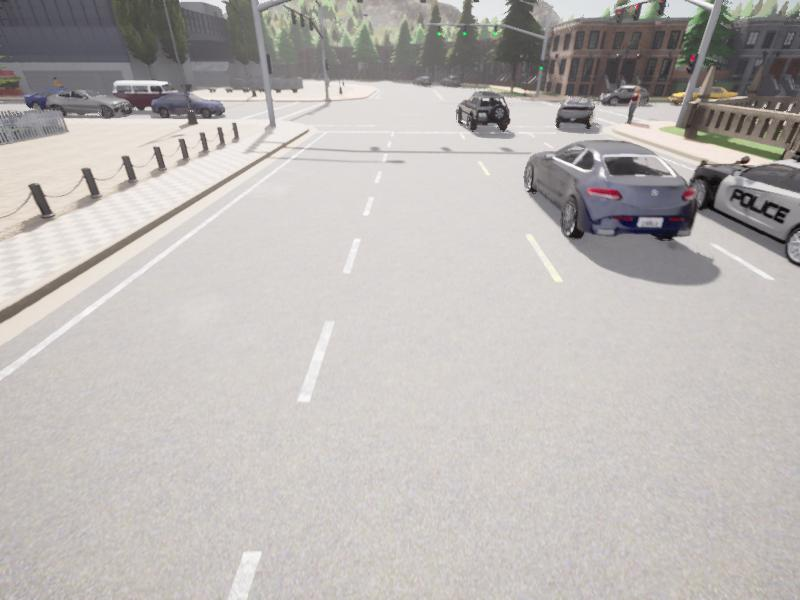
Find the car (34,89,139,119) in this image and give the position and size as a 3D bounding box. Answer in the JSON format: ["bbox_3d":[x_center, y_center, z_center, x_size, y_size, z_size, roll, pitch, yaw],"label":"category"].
[{"bbox_3d":[-21.016,-13.269,27.009,5.027,1.651,2.152,1,30,1],"label":"car"}]

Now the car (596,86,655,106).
[{"bbox_3d":[19.582,-17.828,34.953,3.806,1.475,1.970,1,30,1],"label":"car"}]

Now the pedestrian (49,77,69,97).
[{"bbox_3d":[-35.482,-22.171,41.609,0.751,1.860,0.751,-1,30,-2],"label":"pedestrian"}]

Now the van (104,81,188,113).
[{"bbox_3d":[-18.837,-15.179,29.857,4.480,2.038,2.069,1,30,1],"label":"van"}]

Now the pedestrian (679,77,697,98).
[{"bbox_3d":[28.991,-21.379,40.289,0.751,1.860,0.751,0,30,-1],"label":"pedestrian"}]

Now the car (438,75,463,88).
[{"bbox_3d":[8.224,-35.967,65.842,2.242,1.667,4.611,-9,32,-15],"label":"car"}]

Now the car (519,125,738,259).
[{"bbox_3d":[4.452,-2.741,9.057,2.152,1.651,5.027,1,30,2],"label":"car"}]

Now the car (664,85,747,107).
[{"bbox_3d":[26.372,-17.756,34.732,5.366,1.575,1.801,1,30,2],"label":"car"}]

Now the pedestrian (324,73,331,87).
[{"bbox_3d":[-11.021,-33.411,60.810,0.751,1.860,0.751,-2,30,-3],"label":"pedestrian"}]

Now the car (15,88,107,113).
[{"bbox_3d":[-25.431,-15.077,30.177,5.008,1.535,1.882,1,30,2],"label":"car"}]

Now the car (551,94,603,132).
[{"bbox_3d":[10.306,-10.924,23.134,2.128,1.511,4.902,14,33,22],"label":"car"}]

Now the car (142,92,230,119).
[{"bbox_3d":[-14.224,-13.048,26.814,4.674,1.442,1.812,2,30,3],"label":"car"}]

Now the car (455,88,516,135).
[{"bbox_3d":[4.503,-10.421,21.914,1.932,1.855,4.605,-2,31,-4],"label":"car"}]

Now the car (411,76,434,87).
[{"bbox_3d":[3.739,-37.272,68.124,2.163,1.488,4.792,-11,32,-17],"label":"car"}]

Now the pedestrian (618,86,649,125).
[{"bbox_3d":[12.881,-10.734,22.117,0.751,1.860,0.751,-10,32,-17],"label":"pedestrian"}]

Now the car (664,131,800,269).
[{"bbox_3d":[7.911,-2.097,7.941,1.930,1.638,5.238,1,30,2],"label":"car"}]
